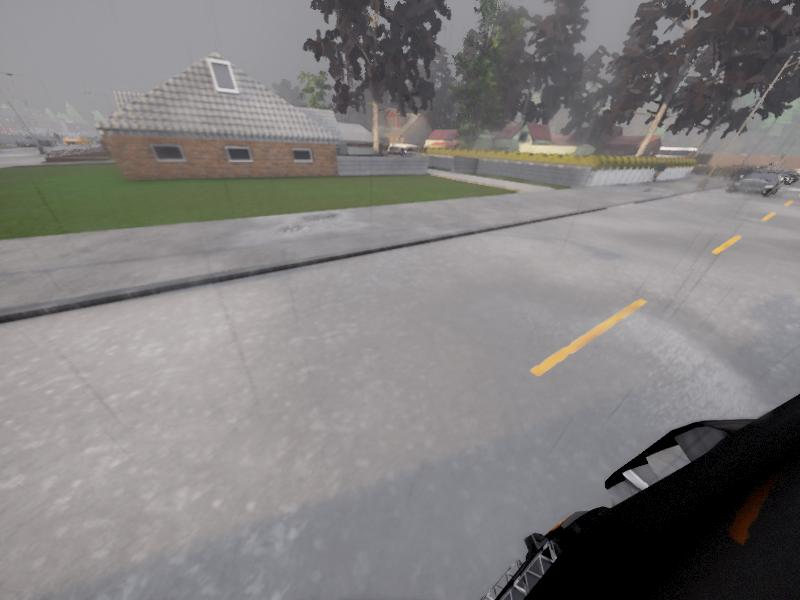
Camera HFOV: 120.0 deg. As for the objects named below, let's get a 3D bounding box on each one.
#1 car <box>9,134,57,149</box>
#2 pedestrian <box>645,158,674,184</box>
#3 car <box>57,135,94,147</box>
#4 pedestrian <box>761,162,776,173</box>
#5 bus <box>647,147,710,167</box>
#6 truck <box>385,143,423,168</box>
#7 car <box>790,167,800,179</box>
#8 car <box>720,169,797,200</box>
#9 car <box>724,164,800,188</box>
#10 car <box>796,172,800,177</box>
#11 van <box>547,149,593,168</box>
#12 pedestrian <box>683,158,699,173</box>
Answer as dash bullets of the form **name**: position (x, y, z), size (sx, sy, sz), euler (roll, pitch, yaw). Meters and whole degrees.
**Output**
- **car**: position (-48.767, -21.101, 30.816), size (1.845, 1.501, 3.633), euler (-17, 38, -26)
- **pedestrian**: position (22.250, -11.056, 19.816), size (0.751, 1.860, 0.751), euler (-14, 37, -23)
- **car**: position (-54.922, -27.046, 39.270), size (1.882, 1.535, 5.008), euler (-17, 38, -26)
- **pedestrian**: position (72.819, -26.261, 45.642), size (0.751, 1.860, 0.751), euler (-17, 38, -26)
- **bus**: position (79.948, -41.416, 66.729), size (3.944, 4.253, 10.273), euler (-17, 38, -26)
- **truck**: position (0.307, -15.965, 25.464), size (2.069, 2.038, 4.478), euler (-17, 38, -26)
- **car**: position (63.688, -20.051, 36.037), size (4.605, 1.855, 1.932), euler (-17, 38, -26)
- **car**: position (25.888, -8.437, 16.677), size (4.974, 1.542, 2.038), euler (-17, 38, -26)
- **car**: position (39.486, -13.541, 25.048), size (2.152, 1.651, 5.027), euler (7, 34, 6)
- **car**: position (70.449, -21.949, 39.625), size (4.892, 1.490, 1.837), euler (-17, 38, -26)
- **van**: position (30.456, -25.693, 41.755), size (1.988, 2.561, 5.915), euler (-17, 38, -26)
- **pedestrian**: position (45.698, -21.115, 36.272), size (0.751, 1.860, 0.751), euler (-18, 39, -27)
